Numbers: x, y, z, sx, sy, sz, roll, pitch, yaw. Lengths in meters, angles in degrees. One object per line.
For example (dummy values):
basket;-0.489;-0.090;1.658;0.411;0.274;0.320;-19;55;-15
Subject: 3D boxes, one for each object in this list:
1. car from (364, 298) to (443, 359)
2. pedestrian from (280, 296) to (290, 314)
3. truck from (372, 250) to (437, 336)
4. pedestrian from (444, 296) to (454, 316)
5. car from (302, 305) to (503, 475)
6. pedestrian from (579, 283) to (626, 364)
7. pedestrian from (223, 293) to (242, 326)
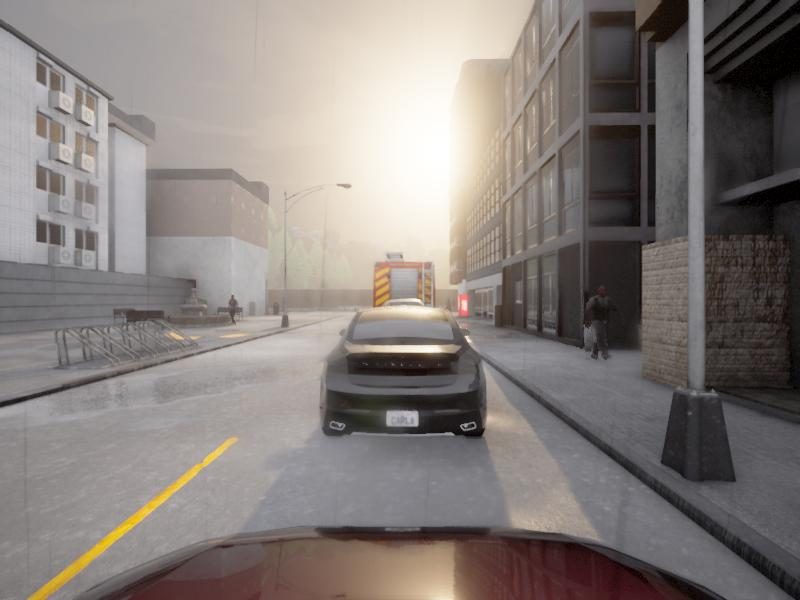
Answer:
car;0.140;0.780;13.363;2.152;1.651;5.027;0;0;1
pedestrian;-12.579;0.547;43.761;0.751;1.860;0.751;0;0;45
truck;0.248;-0.321;22.112;2.891;3.827;8.468;0;0;1
pedestrian;4.586;0.524;37.554;0.751;1.860;0.751;0;0;-18
car;0.063;0.844;6.103;1.837;1.490;4.892;0;0;1
pedestrian;4.772;0.533;9.482;0.751;1.860;0.751;0;0;1
pedestrian;-9.573;0.533;22.877;0.751;1.860;0.751;0;0;1
